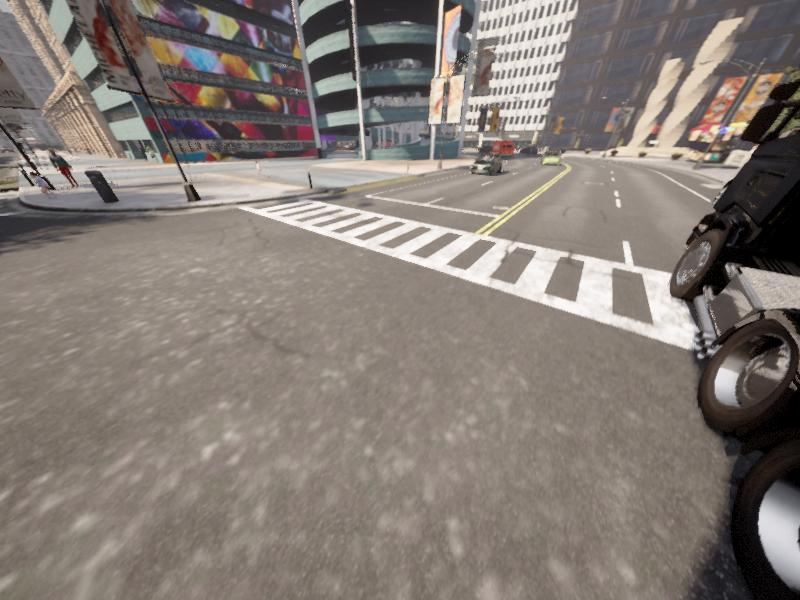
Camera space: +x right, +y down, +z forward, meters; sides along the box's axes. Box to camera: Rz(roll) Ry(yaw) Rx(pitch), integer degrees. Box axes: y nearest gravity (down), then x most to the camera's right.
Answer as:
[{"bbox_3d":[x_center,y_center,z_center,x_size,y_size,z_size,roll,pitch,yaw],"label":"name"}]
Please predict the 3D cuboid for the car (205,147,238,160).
[{"bbox_3d":[-27.442,-22.472,35.461,4.902,1.511,2.128,22,40,29],"label":"car"}]

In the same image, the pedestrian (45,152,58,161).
[{"bbox_3d":[-47.209,-19.435,31.284,0.500,1.100,0.500,29,44,35],"label":"pedestrian"}]

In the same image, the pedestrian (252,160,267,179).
[{"bbox_3d":[-9.952,-9.268,16.387,0.500,1.100,0.500,28,43,35],"label":"pedestrian"}]

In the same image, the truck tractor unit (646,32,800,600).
[{"bbox_3d":[4.684,-0.589,1.211,3.053,4.208,6.516,26,42,32],"label":"truck tractor unit"}]

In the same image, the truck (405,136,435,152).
[{"bbox_3d":[5.929,-47.533,70.298,8.468,3.827,2.891,22,40,29],"label":"truck"}]

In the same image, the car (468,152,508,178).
[{"bbox_3d":[7.468,-11.478,19.523,1.789,1.549,3.705,22,40,29],"label":"car"}]

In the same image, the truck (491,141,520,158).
[{"bbox_3d":[18.716,-27.009,41.460,2.627,2.467,5.204,0,34,-1],"label":"truck"}]

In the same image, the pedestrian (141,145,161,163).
[{"bbox_3d":[-31.122,-18.275,28.907,0.751,1.860,0.751,12,36,17],"label":"pedestrian"}]

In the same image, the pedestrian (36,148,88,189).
[{"bbox_3d":[-18.585,-7.246,12.756,0.751,1.860,0.751,-27,43,-34],"label":"pedestrian"}]

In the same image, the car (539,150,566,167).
[{"bbox_3d":[18.170,-17.056,27.717,2.007,1.525,4.514,15,37,20],"label":"car"}]

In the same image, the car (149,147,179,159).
[{"bbox_3d":[-39.226,-24.427,38.398,4.786,1.482,2.161,22,40,29],"label":"car"}]

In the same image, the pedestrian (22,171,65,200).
[{"bbox_3d":[-15.862,-5.115,10.309,0.500,1.100,0.500,16,37,22],"label":"pedestrian"}]

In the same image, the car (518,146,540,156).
[{"bbox_3d":[27.874,-32.410,50.123,1.851,1.617,3.988,-7,35,-10],"label":"car"}]

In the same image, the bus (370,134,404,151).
[{"bbox_3d":[-4.172,-49.502,72.804,10.273,4.253,3.944,22,40,29],"label":"bus"}]

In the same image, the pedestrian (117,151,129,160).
[{"bbox_3d":[-40.484,-21.111,33.735,0.500,1.100,0.500,7,35,10],"label":"pedestrian"}]
